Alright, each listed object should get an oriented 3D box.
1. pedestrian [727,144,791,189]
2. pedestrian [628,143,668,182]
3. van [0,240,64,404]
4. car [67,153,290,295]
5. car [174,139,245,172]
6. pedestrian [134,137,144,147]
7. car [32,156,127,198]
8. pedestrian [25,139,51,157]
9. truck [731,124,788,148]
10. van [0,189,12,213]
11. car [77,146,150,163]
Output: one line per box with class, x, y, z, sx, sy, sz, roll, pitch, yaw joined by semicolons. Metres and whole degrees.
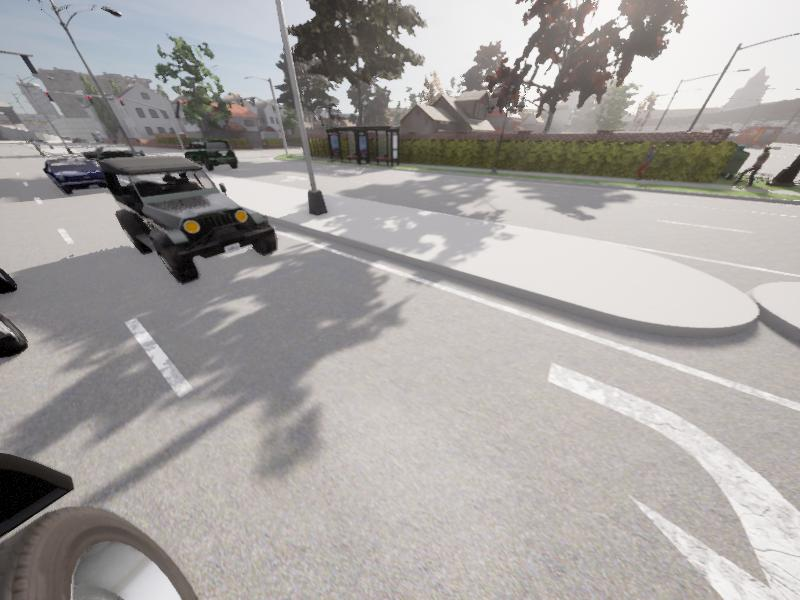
pedestrian;17.976;-6.721;11.663;0.751;1.860;0.751;20;39;25
pedestrian;14.264;-7.930;13.352;0.751;1.860;0.751;20;40;25
van;-6.266;-0.206;2.401;4.480;2.038;2.069;21;40;28
car;-4.651;-1.945;4.994;3.866;1.878;1.905;22;41;27
car;-15.809;-12.076;19.152;5.566;2.045;2.150;22;40;28
pedestrian;-61.139;-37.057;54.115;0.751;1.860;0.751;22;41;28
car;-16.008;-6.251;11.536;4.718;1.301;1.895;22;41;27
pedestrian;-44.393;-18.639;28.369;0.751;1.860;0.751;-20;40;-26
truck;73.802;-33.972;47.749;2.891;3.827;8.468;22;42;28
van;-16.293;-4.219;8.009;4.480;2.038;2.069;22;40;28
car;-31.050;-15.963;25.204;1.895;1.301;4.718;23;41;28
